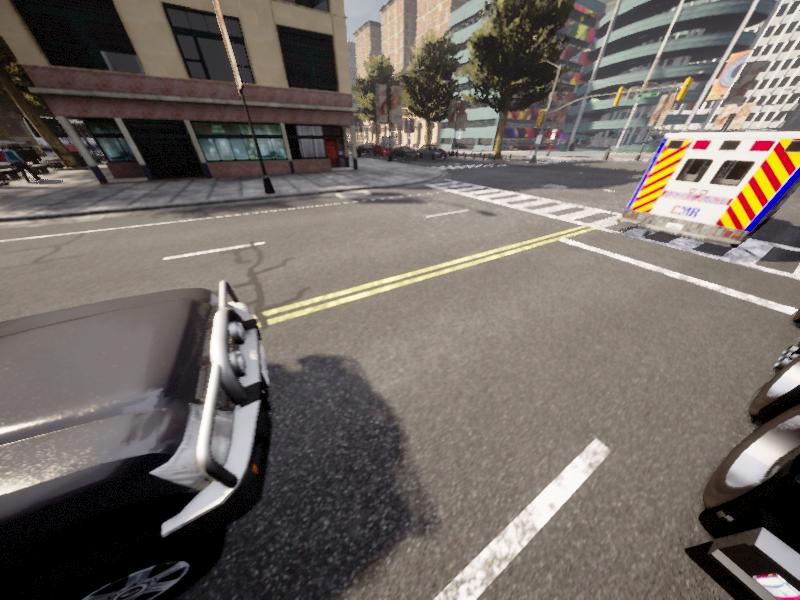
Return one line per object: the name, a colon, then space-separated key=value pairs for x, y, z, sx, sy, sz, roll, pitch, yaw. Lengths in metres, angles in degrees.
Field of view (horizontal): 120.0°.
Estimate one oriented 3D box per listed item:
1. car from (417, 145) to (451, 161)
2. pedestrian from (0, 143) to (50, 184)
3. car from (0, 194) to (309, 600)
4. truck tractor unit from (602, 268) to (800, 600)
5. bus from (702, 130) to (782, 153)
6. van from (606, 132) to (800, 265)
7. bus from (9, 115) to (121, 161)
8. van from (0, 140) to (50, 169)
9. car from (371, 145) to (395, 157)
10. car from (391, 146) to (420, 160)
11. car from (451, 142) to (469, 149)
car: x=4.584 y=-20.455 z=31.949 sx=2.242 sy=1.667 sz=4.611 roll=-18 pitch=39 yaw=-24
pedestrian: x=-20.662 y=-7.421 z=12.561 sx=0.751 sy=1.860 sz=0.751 roll=-15 pitch=38 yaw=-21
car: x=-3.139 y=1.008 z=0.892 sx=4.605 sy=1.855 sz=1.932 roll=-19 pitch=39 yaw=-23
truck tractor unit: x=5.114 y=-0.299 z=0.772 sx=6.516 sy=4.208 sz=3.053 roll=-18 pitch=39 yaw=-24
bus: x=81.162 y=-37.984 z=55.446 sx=3.944 sy=4.253 sz=10.273 roll=4 pitch=35 yaw=5
van: x=9.436 y=-3.302 z=6.688 sx=6.366 sy=2.431 sz=2.351 roll=-19 pitch=39 yaw=-25
bus: x=-42.950 y=-21.293 z=30.532 sx=3.944 sy=4.253 sz=10.273 roll=-18 pitch=39 yaw=-24
van: x=-35.803 y=-13.377 z=21.155 sx=2.069 sy=2.038 sz=4.480 roll=-18 pitch=39 yaw=-24
car: x=-2.688 y=-23.655 z=36.615 sx=2.007 sy=1.525 sz=4.514 roll=-18 pitch=39 yaw=-24
car: x=0.652 y=-20.324 z=31.928 sx=1.812 sy=1.442 sz=4.674 roll=-18 pitch=39 yaw=-24
car: x=16.922 y=-43.554 z=65.218 sx=2.161 sy=1.482 sz=4.786 roll=-18 pitch=39 yaw=-24
